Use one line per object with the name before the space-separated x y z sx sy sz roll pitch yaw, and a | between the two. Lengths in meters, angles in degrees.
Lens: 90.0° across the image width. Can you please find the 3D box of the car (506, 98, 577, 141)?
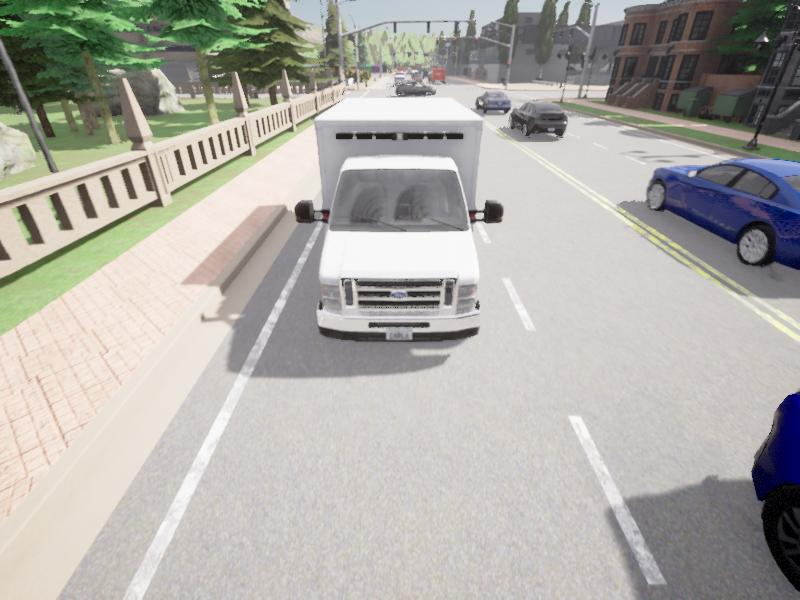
car | 6.983 -9.302 20.390 1.837 1.490 4.892 0 30 0

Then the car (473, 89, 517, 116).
car | 6.981 -14.934 30.103 2.033 1.411 5.357 0 30 0

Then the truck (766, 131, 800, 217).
truck | 10.490 -1.764 6.924 2.390 2.098 6.274 0 30 0

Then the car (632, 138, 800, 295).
car | 6.989 -2.002 7.885 1.882 1.535 5.008 0 30 0

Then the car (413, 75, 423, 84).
car | 3.455 -42.535 77.043 1.845 1.501 3.633 0 30 0

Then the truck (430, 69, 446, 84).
truck | 7.292 -43.073 77.067 2.627 2.467 5.204 0 30 0

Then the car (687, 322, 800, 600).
car | 3.494 1.953 1.142 2.007 1.525 4.514 0 31 0

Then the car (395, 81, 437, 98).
car | 1.738 -23.193 44.068 4.514 1.525 2.007 1 30 2

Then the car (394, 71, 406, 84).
car | -0.044 -42.741 76.928 2.150 2.045 5.566 0 30 0

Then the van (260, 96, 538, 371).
van | -0.012 -1.846 6.738 2.351 2.431 6.366 0 31 0

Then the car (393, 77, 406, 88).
car | -0.040 -36.069 66.163 2.033 1.411 5.357 0 30 0
